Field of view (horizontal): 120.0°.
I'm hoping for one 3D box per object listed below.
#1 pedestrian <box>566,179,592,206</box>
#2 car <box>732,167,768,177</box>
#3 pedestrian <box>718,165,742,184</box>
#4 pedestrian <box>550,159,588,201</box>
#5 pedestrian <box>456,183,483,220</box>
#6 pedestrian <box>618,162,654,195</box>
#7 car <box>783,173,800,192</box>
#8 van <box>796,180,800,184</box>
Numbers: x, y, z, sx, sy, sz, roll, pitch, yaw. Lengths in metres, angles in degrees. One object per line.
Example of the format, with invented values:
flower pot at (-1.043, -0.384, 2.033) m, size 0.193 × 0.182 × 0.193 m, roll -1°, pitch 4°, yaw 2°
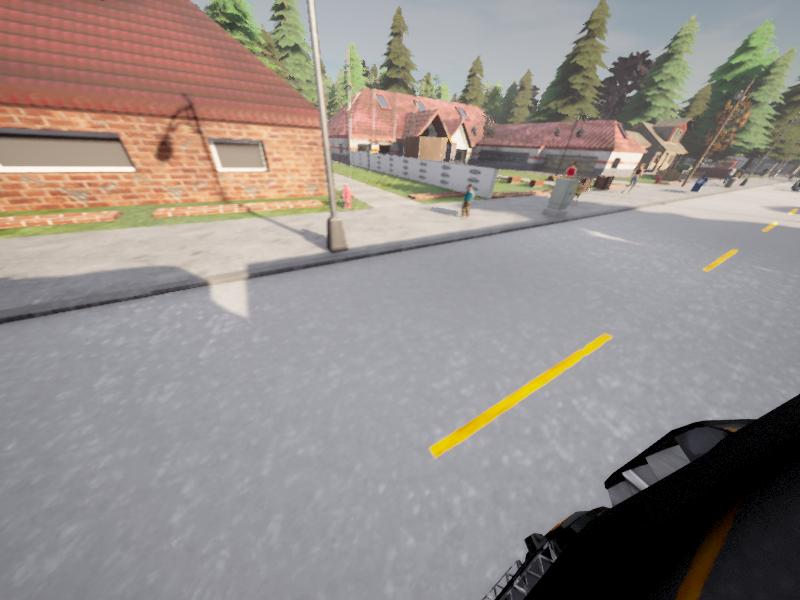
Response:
pedestrian at (8.717, -5.267, 11.280) m, size 0.500 × 1.100 × 0.500 m, roll -21°, pitch 41°, yaw -32°
car at (89.287, -32.739, 58.971) m, size 2.242 × 1.667 × 4.611 m, roll -16°, pitch 38°, yaw -26°
pedestrian at (38.224, -14.511, 26.753) m, size 0.751 × 1.860 × 0.751 m, roll -26°, pitch 43°, yaw -36°
pedestrian at (8.757, -6.247, 12.064) m, size 0.751 × 1.860 × 0.751 m, roll -18°, pitch 39°, yaw -29°
pedestrian at (2.387, -3.422, 8.021) m, size 0.500 × 1.100 × 0.500 m, roll -17°, pitch 38°, yaw -27°
pedestrian at (15.769, -8.144, 15.456) m, size 0.751 × 1.860 × 0.751 m, roll -14°, pitch 37°, yaw -24°
car at (43.454, -11.633, 23.261) m, size 4.611 × 1.667 × 2.242 m, roll 9°, pitch 34°, yaw 8°
van at (69.244, -20.512, 38.284) m, size 6.366 × 2.431 × 2.351 m, roll -16°, pitch 38°, yaw -26°
